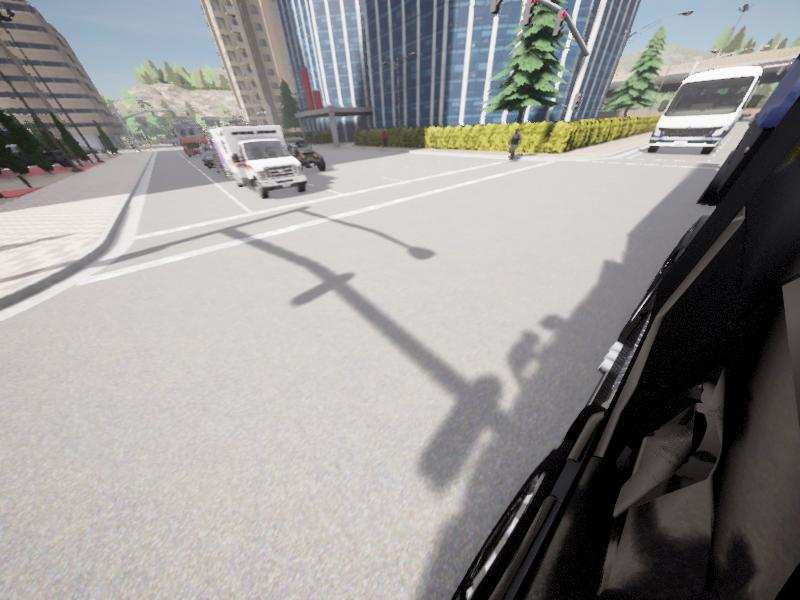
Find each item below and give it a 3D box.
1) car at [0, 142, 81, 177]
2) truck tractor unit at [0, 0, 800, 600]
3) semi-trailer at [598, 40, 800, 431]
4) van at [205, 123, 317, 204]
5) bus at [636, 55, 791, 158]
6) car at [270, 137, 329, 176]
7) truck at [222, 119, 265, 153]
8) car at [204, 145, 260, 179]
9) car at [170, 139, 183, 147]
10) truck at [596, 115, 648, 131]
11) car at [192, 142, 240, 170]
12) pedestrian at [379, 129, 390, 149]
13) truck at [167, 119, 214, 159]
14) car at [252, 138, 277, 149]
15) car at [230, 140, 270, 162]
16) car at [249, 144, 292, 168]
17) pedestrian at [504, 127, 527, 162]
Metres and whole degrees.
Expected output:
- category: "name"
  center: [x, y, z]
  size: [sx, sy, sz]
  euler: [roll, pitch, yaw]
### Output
- category: "car"
  center: [-33.772, -12.689, 20.700]
  size: [2.390, 2.098, 6.274]
  euler: [-8, 37, -7]
- category: "truck tractor unit"
  center: [2.645, -0.295, 0.351]
  size: [6.516, 4.208, 3.053]
  euler: [-28, 44, -30]
- category: "semi-trailer"
  center: [8.700, -3.606, 4.225]
  size: [14.254, 4.402, 2.717]
  euler: [-28, 44, -30]
- category: "van"
  center: [-6.655, -6.564, 10.790]
  size: [2.351, 2.431, 6.366]
  euler: [-29, 44, -30]
- category: "bus"
  center: [21.644, -13.129, 16.245]
  size: [10.273, 4.253, 3.944]
  euler: [-28, 44, -30]
- category: "car"
  center: [-6.687, -9.608, 15.298]
  size: [1.905, 1.878, 3.866]
  euler: [-29, 44, -30]
- category: "truck"
  center: [-24.871, -25.862, 36.496]
  size: [2.891, 3.827, 8.468]
  euler: [-28, 44, -30]
- category: "car"
  center: [-11.539, -9.510, 15.768]
  size: [1.882, 1.535, 5.008]
  euler: [-28, 44, -30]
- category: "car"
  center: [-66.063, -46.315, 68.168]
  size: [2.033, 1.649, 4.856]
  euler: [-28, 44, -30]
- category: "truck"
  center: [41.259, -32.917, 43.093]
  size: [2.390, 2.098, 6.274]
  euler: [-28, 44, -30]
- category: "car"
  center: [-15.810, -12.443, 19.835]
  size: [2.242, 1.667, 4.611]
  euler: [-28, 44, -30]
- category: "pedestrian"
  center: [-1.808, -18.895, 27.103]
  size: [0.751, 1.860, 0.751]
  euler: [-26, 42, -27]
- category: "truck"
  center: [-27.742, -21.665, 31.082]
  size: [2.891, 3.827, 8.468]
  euler: [-24, 42, -25]
- category: "car"
  center: [-23.783, -27.467, 40.497]
  size: [2.128, 1.511, 4.902]
  euler: [-29, 44, -30]
- category: "car"
  center: [-15.666, -15.569, 24.017]
  size: [1.930, 1.638, 5.238]
  euler: [-29, 44, -30]
- category: "car"
  center: [-11.123, -12.412, 19.751]
  size: [1.994, 1.385, 4.181]
  euler: [-27, 43, -29]
- category: "pedestrian"
  center: [7.618, -10.316, 15.328]
  size: [0.751, 1.860, 0.751]
  euler: [29, 47, 35]
